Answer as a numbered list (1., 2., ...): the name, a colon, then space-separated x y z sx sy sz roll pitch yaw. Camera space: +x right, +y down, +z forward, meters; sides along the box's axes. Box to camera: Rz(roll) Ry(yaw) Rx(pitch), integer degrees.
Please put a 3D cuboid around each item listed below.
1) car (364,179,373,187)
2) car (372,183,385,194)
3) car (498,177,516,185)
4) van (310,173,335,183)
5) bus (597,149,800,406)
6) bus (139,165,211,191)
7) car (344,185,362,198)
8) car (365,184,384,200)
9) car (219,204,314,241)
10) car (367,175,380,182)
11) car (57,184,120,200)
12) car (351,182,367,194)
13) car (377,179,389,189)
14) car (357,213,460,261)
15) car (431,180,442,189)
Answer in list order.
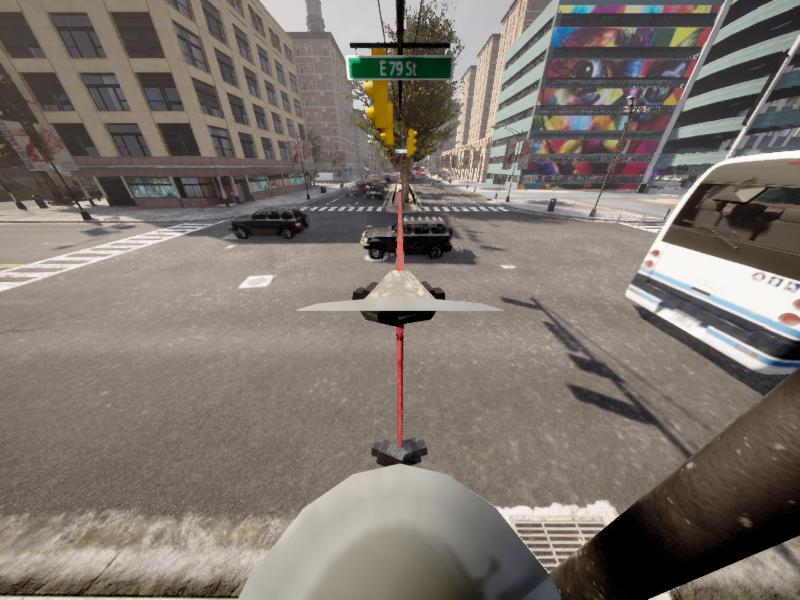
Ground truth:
1. car: -7.321 -27.050 53.366 1.837 1.490 4.892 -3 30 -6
2. car: -3.683 -19.398 40.235 1.994 1.385 4.181 0 30 0
3. car: 27.196 -30.383 58.961 2.161 1.482 4.786 0 30 0
4. van: -21.880 -34.690 65.553 5.915 2.561 1.988 -2 30 -3
5. bus: 11.847 -0.760 5.069 10.273 4.253 3.944 0 30 0
6. bus: -45.255 -25.181 47.367 3.944 4.253 10.273 0 30 0
7. car: -7.151 -16.750 35.573 1.812 1.442 4.674 0 30 0
8. car: -3.698 -15.908 33.887 2.242 1.667 4.611 0 30 0
9. car: -8.276 -4.990 14.772 4.605 1.855 1.932 0 30 0
10. car: -8.183 -38.044 72.318 1.801 1.575 5.366 9 31 16
11. car: -45.142 -15.808 33.745 1.930 1.638 5.238 0 30 0
12. car: -7.178 -20.111 41.312 2.007 1.525 4.514 0 30 0
13. car: -3.649 -25.460 50.593 2.128 1.511 4.902 0 30 0
14. car: 0.389 -3.216 11.690 4.605 1.855 1.932 0 30 0
15. car: 7.852 -24.915 49.630 1.845 1.501 3.633 0 30 0
